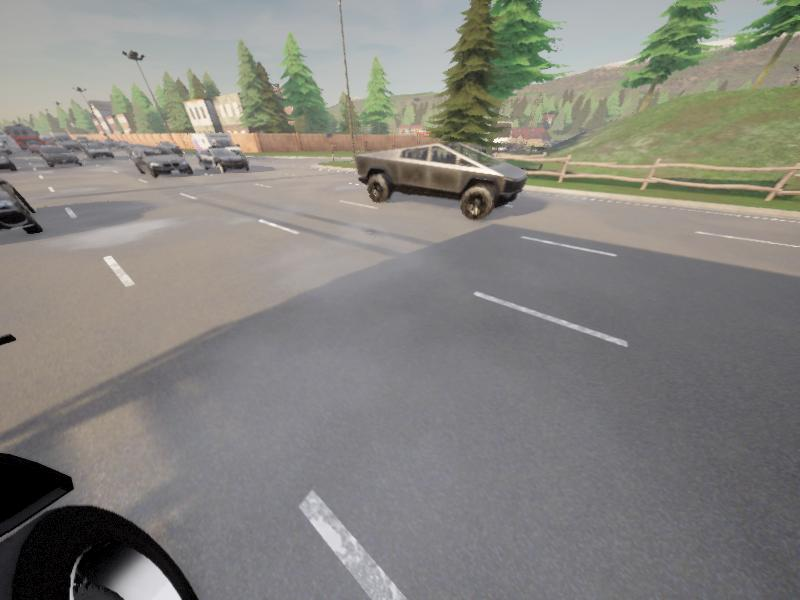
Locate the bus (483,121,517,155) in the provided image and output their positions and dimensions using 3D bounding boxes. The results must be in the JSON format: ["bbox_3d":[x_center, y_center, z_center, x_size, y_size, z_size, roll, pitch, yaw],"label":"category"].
[{"bbox_3d":[17.261,-28.143,40.241,3.944,4.253,10.273,11,37,15],"label":"bus"}]

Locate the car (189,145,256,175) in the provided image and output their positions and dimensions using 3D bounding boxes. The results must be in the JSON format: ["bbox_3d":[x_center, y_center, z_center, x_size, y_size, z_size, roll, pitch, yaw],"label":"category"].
[{"bbox_3d":[-13.627,-10.801,17.681,5.238,1.638,1.930,23,41,29],"label":"car"}]

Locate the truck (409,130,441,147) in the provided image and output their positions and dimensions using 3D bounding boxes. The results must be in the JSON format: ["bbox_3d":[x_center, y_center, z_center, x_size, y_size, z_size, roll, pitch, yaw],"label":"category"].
[{"bbox_3d":[6.784,-45.218,64.722,8.468,3.827,2.891,23,41,29],"label":"truck"}]

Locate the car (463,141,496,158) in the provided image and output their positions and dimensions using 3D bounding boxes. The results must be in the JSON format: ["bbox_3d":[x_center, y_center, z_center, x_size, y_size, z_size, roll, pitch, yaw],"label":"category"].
[{"bbox_3d":[11.286,-21.377,32.740,4.553,1.767,2.097,-28,44,-33],"label":"car"}]

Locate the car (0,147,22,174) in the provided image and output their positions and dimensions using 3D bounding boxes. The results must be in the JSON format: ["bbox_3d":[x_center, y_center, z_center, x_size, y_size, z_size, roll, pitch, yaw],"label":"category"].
[{"bbox_3d":[-30.097,-10.180,16.811,4.792,1.488,2.163,23,41,28],"label":"car"}]

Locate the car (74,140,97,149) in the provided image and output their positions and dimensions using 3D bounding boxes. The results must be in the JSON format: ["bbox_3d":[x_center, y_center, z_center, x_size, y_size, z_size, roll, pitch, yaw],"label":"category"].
[{"bbox_3d":[-66.060,-32.699,48.518,3.806,1.475,1.970,23,41,28],"label":"car"}]

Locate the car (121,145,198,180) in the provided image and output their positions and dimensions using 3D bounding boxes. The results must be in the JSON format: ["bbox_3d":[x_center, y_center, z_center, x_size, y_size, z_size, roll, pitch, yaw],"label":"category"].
[{"bbox_3d":[-16.387,-9.480,15.764,4.611,1.667,2.242,23,41,29],"label":"car"}]

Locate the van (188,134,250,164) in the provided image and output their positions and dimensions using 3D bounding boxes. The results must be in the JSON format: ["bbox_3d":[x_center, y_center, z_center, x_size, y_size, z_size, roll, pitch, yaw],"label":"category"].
[{"bbox_3d":[-18.890,-15.816,24.066,6.366,2.431,2.351,23,41,28],"label":"van"}]

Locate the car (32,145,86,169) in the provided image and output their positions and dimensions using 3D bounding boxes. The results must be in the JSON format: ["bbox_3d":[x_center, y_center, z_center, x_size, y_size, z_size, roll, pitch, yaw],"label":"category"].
[{"bbox_3d":[-29.716,-12.514,20.110,4.892,1.490,1.837,23,41,28],"label":"car"}]

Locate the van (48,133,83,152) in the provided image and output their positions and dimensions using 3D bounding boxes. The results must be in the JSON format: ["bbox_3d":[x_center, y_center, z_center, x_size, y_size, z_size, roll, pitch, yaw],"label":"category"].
[{"bbox_3d":[-57.033,-26.906,39.350,5.915,2.561,1.988,23,41,28],"label":"van"}]

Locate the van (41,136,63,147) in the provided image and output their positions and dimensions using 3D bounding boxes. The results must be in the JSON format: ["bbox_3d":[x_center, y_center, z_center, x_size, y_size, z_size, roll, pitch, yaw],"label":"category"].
[{"bbox_3d":[-79.279,-36.001,52.577,4.442,1.987,1.775,23,41,28],"label":"van"}]

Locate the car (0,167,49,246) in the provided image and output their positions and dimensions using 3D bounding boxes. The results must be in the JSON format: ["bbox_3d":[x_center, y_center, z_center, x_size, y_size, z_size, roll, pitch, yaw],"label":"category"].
[{"bbox_3d":[-12.260,-2.753,6.302,5.027,1.651,2.152,23,41,28],"label":"car"}]

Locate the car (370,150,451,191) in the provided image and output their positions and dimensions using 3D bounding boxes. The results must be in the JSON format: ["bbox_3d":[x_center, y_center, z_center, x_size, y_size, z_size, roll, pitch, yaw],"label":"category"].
[{"bbox_3d":[0.509,-7.340,12.919,3.988,1.617,1.851,23,41,28],"label":"car"}]

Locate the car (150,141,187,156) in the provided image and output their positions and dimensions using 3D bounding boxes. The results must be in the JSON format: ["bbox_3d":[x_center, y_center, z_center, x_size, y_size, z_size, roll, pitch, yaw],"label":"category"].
[{"bbox_3d":[-32.275,-21.112,32.147,5.238,1.638,1.930,23,41,29],"label":"car"}]

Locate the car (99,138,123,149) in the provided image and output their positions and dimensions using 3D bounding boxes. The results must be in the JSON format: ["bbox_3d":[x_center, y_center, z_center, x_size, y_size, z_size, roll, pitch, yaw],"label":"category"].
[{"bbox_3d":[-61.784,-33.554,49.421,4.553,1.767,2.097,23,41,28],"label":"car"}]

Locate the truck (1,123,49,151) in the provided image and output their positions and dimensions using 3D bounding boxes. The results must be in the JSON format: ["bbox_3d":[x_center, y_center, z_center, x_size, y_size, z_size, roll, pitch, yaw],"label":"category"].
[{"bbox_3d":[-68.248,-29.636,42.043,8.468,3.827,2.891,23,41,28],"label":"truck"}]

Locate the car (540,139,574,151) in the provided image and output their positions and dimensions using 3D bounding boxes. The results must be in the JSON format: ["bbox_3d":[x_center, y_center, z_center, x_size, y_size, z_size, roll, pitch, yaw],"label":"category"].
[{"bbox_3d":[33.518,-33.199,49.455,5.566,2.045,2.150,23,41,29],"label":"car"}]

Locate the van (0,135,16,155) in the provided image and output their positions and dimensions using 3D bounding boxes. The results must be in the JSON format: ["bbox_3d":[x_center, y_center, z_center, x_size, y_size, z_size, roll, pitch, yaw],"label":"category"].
[{"bbox_3d":[-56.787,-21.766,32.199,6.366,2.431,2.351,23,41,28],"label":"van"}]

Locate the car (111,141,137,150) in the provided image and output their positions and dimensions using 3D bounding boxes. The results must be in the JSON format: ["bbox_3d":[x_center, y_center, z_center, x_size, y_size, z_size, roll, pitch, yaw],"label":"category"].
[{"bbox_3d":[-53.285,-29.832,44.541,5.357,1.411,2.033,23,41,28],"label":"car"}]

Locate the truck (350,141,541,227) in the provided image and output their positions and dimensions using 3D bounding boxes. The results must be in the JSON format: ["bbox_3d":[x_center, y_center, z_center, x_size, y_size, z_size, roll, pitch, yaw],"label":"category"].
[{"bbox_3d":[1.315,-4.716,8.781,6.274,2.098,2.390,23,41,28],"label":"truck"}]

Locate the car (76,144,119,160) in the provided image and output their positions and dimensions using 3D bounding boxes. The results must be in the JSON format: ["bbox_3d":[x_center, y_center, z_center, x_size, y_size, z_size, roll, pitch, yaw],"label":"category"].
[{"bbox_3d":[-35.371,-17.333,26.981,5.357,1.411,2.033,23,41,28],"label":"car"}]

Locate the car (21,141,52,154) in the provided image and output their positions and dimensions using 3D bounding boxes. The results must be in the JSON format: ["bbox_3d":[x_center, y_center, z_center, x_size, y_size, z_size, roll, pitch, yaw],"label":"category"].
[{"bbox_3d":[-53.907,-22.678,34.294,3.633,1.501,1.845,23,41,28],"label":"car"}]

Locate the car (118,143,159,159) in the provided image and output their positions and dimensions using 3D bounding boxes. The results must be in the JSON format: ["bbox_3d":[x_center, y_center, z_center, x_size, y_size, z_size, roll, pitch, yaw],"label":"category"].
[{"bbox_3d":[-32.888,-18.779,29.052,5.357,1.411,2.033,23,41,28],"label":"car"}]
